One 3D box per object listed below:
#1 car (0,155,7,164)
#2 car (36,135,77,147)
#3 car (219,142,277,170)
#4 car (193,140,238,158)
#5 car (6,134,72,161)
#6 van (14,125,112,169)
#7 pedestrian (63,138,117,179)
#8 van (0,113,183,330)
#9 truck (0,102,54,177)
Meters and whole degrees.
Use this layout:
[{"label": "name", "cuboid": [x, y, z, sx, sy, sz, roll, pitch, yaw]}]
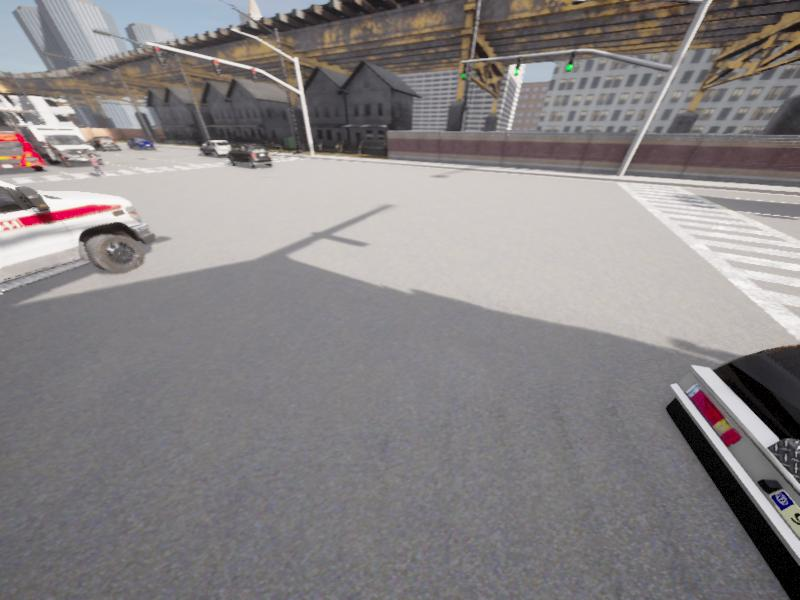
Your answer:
[{"label": "car", "cuboid": [-33.781, -11.720, 18.208, 4.892, 1.490, 1.837, 19, 39, 23]}, {"label": "car", "cuboid": [-55.396, -25.739, 37.265, 4.892, 1.490, 1.837, 12, 37, 15]}, {"label": "car", "cuboid": [-11.866, -11.335, 18.097, 3.705, 1.549, 1.789, 19, 39, 23]}, {"label": "car", "cuboid": [-19.881, -16.367, 24.999, 3.806, 1.475, 1.970, 19, 39, 23]}, {"label": "car", "cuboid": [-32.333, -13.729, 20.709, 4.605, 1.855, 1.932, 19, 39, 23]}, {"label": "van", "cuboid": [-25.432, -11.646, 17.485, 6.366, 2.431, 2.351, 19, 40, 24]}, {"label": "pedestrian", "cuboid": [-17.100, -7.836, 12.802, 0.751, 1.860, 0.751, 6, 36, 7]}, {"label": "van", "cuboid": [-6.859, -0.399, 2.216, 2.351, 2.431, 6.366, 11, 37, 13]}, {"label": "truck", "cuboid": [-26.272, -10.118, 14.143, 8.468, 3.827, 2.891, 19, 39, 23]}]
